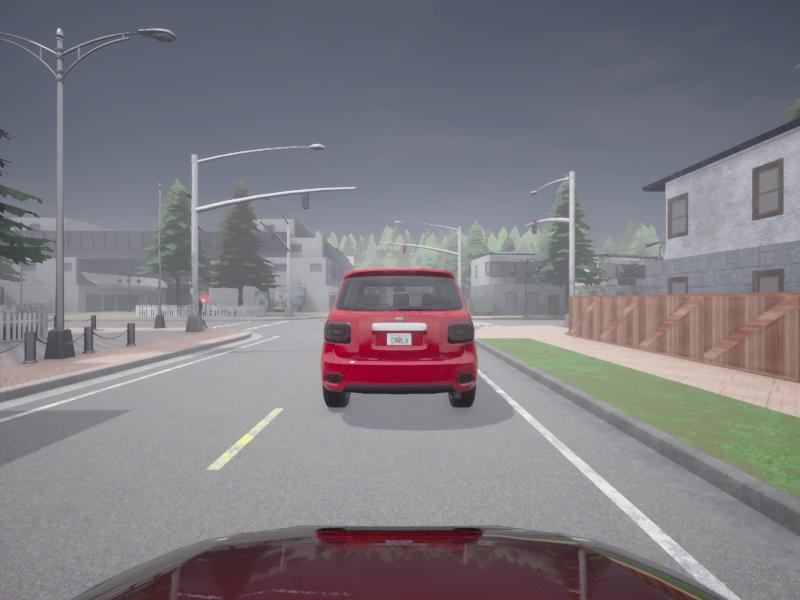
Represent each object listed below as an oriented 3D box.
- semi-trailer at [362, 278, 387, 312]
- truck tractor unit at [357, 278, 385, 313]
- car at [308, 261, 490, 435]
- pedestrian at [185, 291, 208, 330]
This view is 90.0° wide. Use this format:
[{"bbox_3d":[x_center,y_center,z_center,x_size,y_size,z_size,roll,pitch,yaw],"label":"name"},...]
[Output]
[{"bbox_3d":[-3.525,-0.618,59.050,2.717,4.402,14.254,0,0,0],"label":"semi-trailer"},{"bbox_3d":[-3.568,-0.516,51.138,3.053,4.208,6.516,0,0,0],"label":"truck tractor unit"},{"bbox_3d":[-0.013,0.568,7.496,2.150,2.045,5.566,0,0,0],"label":"car"},{"bbox_3d":[-9.917,0.500,19.516,0.751,1.860,0.751,0,0,2],"label":"pedestrian"}]
